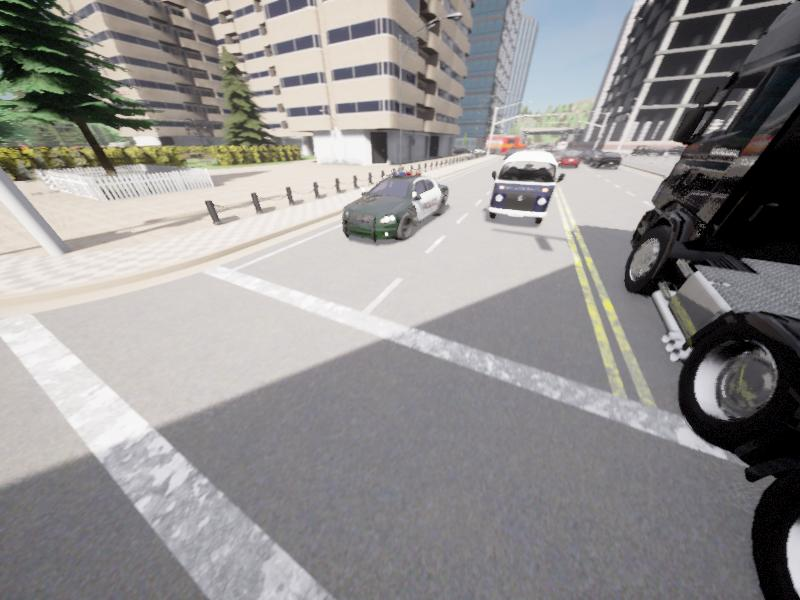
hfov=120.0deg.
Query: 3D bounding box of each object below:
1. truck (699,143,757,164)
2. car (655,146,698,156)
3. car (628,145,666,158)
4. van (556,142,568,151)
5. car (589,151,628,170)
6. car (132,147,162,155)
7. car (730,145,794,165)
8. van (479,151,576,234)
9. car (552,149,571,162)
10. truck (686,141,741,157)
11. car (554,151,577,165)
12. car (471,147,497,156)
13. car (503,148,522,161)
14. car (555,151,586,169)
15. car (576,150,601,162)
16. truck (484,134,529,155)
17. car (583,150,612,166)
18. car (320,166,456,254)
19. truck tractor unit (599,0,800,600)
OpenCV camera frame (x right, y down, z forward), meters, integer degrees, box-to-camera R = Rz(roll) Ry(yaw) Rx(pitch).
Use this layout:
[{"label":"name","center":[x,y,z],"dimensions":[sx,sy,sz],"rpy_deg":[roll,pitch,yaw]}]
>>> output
[{"label":"truck","center":[40.703,-18.373,28.877],"dimensions":[2.069,2.038,4.478],"rpy_deg":[16,37,22]},{"label":"car","center":[53.148,-28.727,44.513],"dimensions":[4.892,1.490,1.837],"rpy_deg":[15,37,22]},{"label":"car","center":[44.373,-26.813,41.630],"dimensions":[3.866,1.878,1.905],"rpy_deg":[16,37,22]},{"label":"van","center":[54.664,-51.719,77.896],"dimensions":[2.351,2.431,6.366],"rpy_deg":[16,37,22]},{"label":"car","center":[22.323,-15.125,24.938],"dimensions":[1.882,1.535,5.008],"rpy_deg":[16,37,22]},{"label":"car","center":[-67.046,-39.424,61.232],"dimensions":[2.242,1.667,4.611],"rpy_deg":[16,37,22]},{"label":"car","center":[43.317,-17.602,27.894],"dimensions":[1.932,1.855,4.605],"rpy_deg":[16,37,22]},{"label":"van","center":[4.616,-4.256,8.566],"dimensions":[2.069,2.038,4.480],"rpy_deg":[16,37,22]},{"label":"car","center":[25.096,-22.576,35.988],"dimensions":[1.812,1.442,4.674],"rpy_deg":[16,37,22]},{"label":"truck","center":[60.255,-29.244,44.609],"dimensions":[5.204,2.467,2.627],"rpy_deg":[15,37,22]},{"label":"car","center":[21.972,-19.009,30.879],"dimensions":[1.895,1.301,4.718],"rpy_deg":[16,37,22]},{"label":"car","center":[18.857,-33.362,51.751],"dimensions":[4.974,1.542,2.038],"rpy_deg":[19,38,25]},{"label":"car","center":[18.506,-23.962,37.890],"dimensions":[1.930,1.638,5.238],"rpy_deg":[16,37,22]},{"label":"car","center":[19.111,-15.883,26.122],"dimensions":[2.163,1.488,4.792],"rpy_deg":[16,37,22]},{"label":"car","center":[28.492,-21.974,35.126],"dimensions":[2.033,1.411,5.357],"rpy_deg":[16,37,22]},{"label":"truck","center":[24.143,-35.618,53.027],"dimensions":[8.468,3.827,2.891],"rpy_deg":[9,35,13]},{"label":"car","center":[25.226,-18.344,29.750],"dimensions":[1.812,1.442,4.674],"rpy_deg":[16,37,22]},{"label":"car","center":[0.044,-3.325,7.672],"dimensions":[2.038,1.542,4.974],"rpy_deg":[16,37,22]},{"label":"truck tractor unit","center":[4.411,-0.697,1.371],"dimensions":[3.053,4.208,6.516],"rpy_deg":[18,38,25]}]
